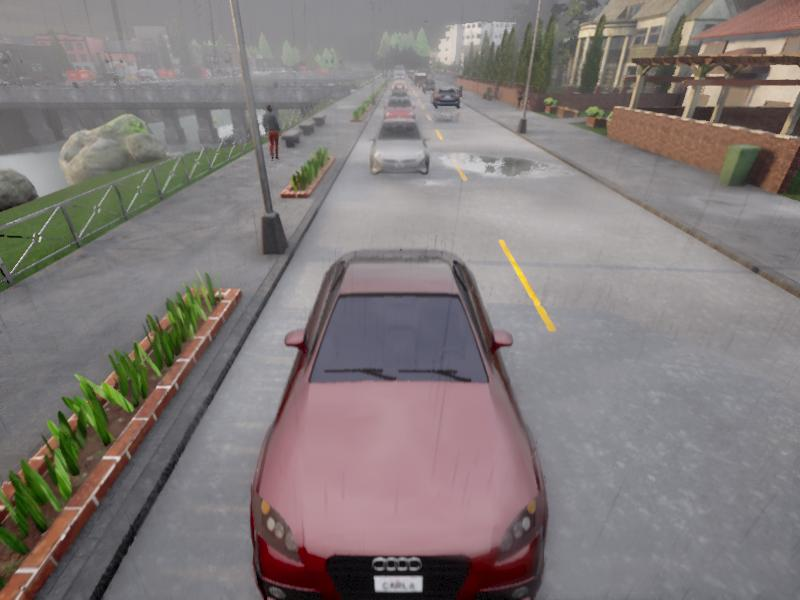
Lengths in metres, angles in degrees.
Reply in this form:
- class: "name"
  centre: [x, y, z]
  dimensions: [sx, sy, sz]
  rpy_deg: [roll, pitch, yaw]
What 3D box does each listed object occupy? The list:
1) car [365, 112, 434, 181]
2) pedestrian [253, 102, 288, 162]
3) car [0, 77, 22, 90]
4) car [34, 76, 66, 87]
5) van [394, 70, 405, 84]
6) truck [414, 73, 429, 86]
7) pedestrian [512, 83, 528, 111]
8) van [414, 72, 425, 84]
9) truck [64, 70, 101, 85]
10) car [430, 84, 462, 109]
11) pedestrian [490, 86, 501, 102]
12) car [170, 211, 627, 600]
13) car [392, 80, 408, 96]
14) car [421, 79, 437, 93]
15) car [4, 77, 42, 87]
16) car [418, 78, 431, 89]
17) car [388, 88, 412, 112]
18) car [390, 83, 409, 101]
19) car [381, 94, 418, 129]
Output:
- class: "car"
  centre: [-0.016, -5.457, 13.890]
  dimensions: [2.007, 1.525, 4.514]
  rpy_deg: [0, 30, 0]
- class: "pedestrian"
  centre: [-4.504, -5.877, 14.022]
  dimensions: [0.751, 1.860, 0.751]
  rpy_deg: [-2, 30, -3]
- class: "car"
  centre: [-61.734, -33.337, 61.594]
  dimensions: [1.930, 1.638, 5.238]
  rpy_deg: [0, 30, 0]
- class: "car"
  centre: [-61.742, -38.541, 70.632]
  dimensions: [1.851, 1.617, 3.988]
  rpy_deg: [0, 30, 0]
- class: "van"
  centre: [-0.067, -46.921, 84.127]
  dimensions: [2.351, 2.431, 6.366]
  rpy_deg: [0, 30, 0]
- class: "truck"
  centre: [3.941, -41.490, 75.141]
  dimensions: [2.390, 2.098, 6.274]
  rpy_deg: [0, 30, 0]
- class: "pedestrian"
  centre: [9.090, -15.407, 30.377]
  dimensions: [0.751, 1.860, 0.751]
  rpy_deg: [-2, 30, -3]
- class: "van"
  centre: [3.935, -45.906, 82.787]
  dimensions: [2.069, 2.038, 4.480]
  rpy_deg: [0, 30, 0]
- class: "truck"
  centre: [-61.753, -43.378, 77.995]
  dimensions: [2.627, 2.467, 5.204]
  rpy_deg: [0, 30, 0]
- class: "car"
  centre: [3.966, -17.862, 35.030]
  dimensions: [2.242, 1.667, 4.611]
  rpy_deg: [0, 30, 0]
- class: "pedestrian"
  centre: [9.201, -19.903, 38.647]
  dimensions: [0.751, 1.300, 0.751]
  rpy_deg: [0, 30, 0]
- class: "car"
  centre: [-0.010, 0.457, 3.900]
  dimensions: [1.994, 1.385, 4.181]
  rpy_deg: [0, 30, 0]
- class: "car"
  centre: [-0.042, -26.463, 49.919]
  dimensions: [1.882, 1.535, 5.008]
  rpy_deg: [0, 30, 0]
- class: "car"
  centre: [3.957, -29.476, 55.021]
  dimensions: [1.851, 1.617, 3.988]
  rpy_deg: [0, 30, 0]
- class: "car"
  centre: [-65.743, -38.074, 69.855]
  dimensions: [1.837, 1.490, 4.892]
  rpy_deg: [0, 30, 0]
- class: "car"
  centre: [3.946, -35.598, 65.655]
  dimensions: [1.816, 1.474, 4.193]
  rpy_deg: [0, 30, 0]
- class: "car"
  centre: [-0.027, -16.178, 32.335]
  dimensions: [1.816, 1.474, 4.193]
  rpy_deg: [0, 30, 0]
- class: "car"
  centre: [-0.037, -21.731, 41.809]
  dimensions: [1.845, 1.501, 3.633]
  rpy_deg: [0, 30, 0]
- class: "car"
  centre: [-0.022, -11.443, 24.157]
  dimensions: [2.007, 1.525, 4.514]
  rpy_deg: [0, 30, 0]
